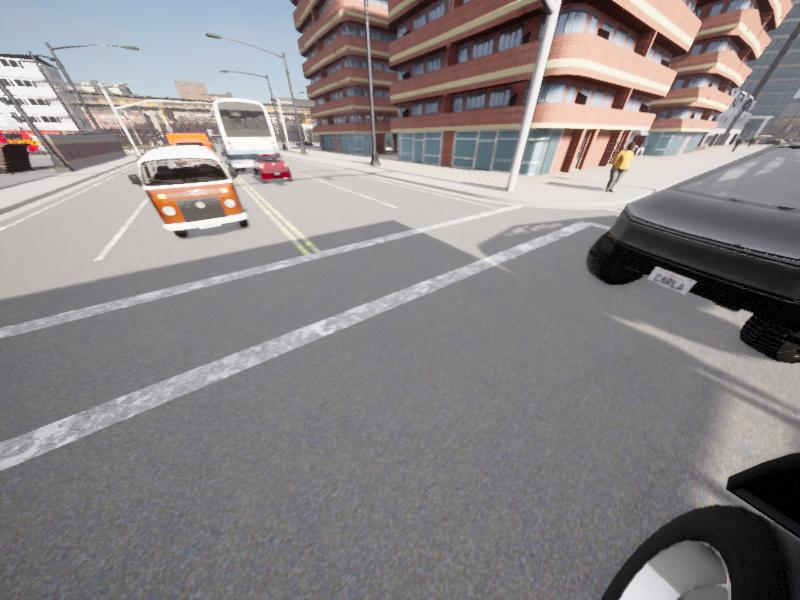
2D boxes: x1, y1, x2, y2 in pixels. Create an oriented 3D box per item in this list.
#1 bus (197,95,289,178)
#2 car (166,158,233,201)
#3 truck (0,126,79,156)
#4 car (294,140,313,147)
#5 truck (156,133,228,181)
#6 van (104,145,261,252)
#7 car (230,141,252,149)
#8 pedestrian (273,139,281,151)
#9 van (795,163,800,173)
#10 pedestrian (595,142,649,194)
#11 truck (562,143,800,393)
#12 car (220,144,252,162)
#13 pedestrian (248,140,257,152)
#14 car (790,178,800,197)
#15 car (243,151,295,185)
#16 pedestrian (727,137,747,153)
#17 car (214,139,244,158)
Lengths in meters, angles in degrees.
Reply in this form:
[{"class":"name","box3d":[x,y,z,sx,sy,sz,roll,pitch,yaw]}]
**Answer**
[{"class":"bus","box3d":[-13.148,-13.221,18.997,3.944,4.253,10.273,-23,41,-28]},{"class":"car","box3d":[-10.140,-6.318,11.777,1.895,1.301,4.718,-23,41,-28]},{"class":"truck","box3d":[-61.938,-26.589,38.612,8.468,3.827,2.891,-24,42,-29]},{"class":"car","box3d":[-26.007,-42.207,62.268,4.181,1.385,1.994,-23,41,-27]},{"class":"truck","box3d":[-14.418,-10.203,16.283,2.627,2.467,5.204,-23,41,-28]},{"class":"van","box3d":[-6.125,-3.378,6.947,2.069,2.038,4.480,-23,41,-29]},{"class":"car","box3d":[-38.364,-37.457,55.892,3.806,1.475,1.970,-9,36,-11]},{"class":"pedestrian","box3d":[-24.060,-30.404,45.303,0.751,1.860,0.751,-22,41,-28]},{"class":"van","box3d":[30.906,-10.255,16.405,4.480,2.038,2.069,-23,41,-29]},{"class":"pedestrian","box3d":[9.367,-5.626,9.862,0.751,1.860,0.751,5,36,8]},{"class":"truck","box3d":[6.349,-1.149,3.649,6.274,2.098,2.390,-12,38,-17]},{"class":"car","box3d":[-19.376,-17.343,27.225,2.038,1.542,4.974,-24,41,-29]},{"class":"pedestrian","box3d":[-27.013,-28.271,42.353,0.751,1.860,0.751,-19,39,-24]},{"class":"car","box3d":[19.785,-5.451,10.269,4.181,1.385,1.994,-22,41,-28]},{"class":"car","box3d":[-8.159,-8.289,14.346,1.845,1.501,3.633,-23,41,-28]},{"class":"pedestrian","box3d":[47.336,-21.778,32.418,0.751,1.860,0.751,-24,41,-29]},{"class":"car","box3d":[-23.981,-21.265,32.356,2.150,2.045,5.566,-24,42,-30]}]
